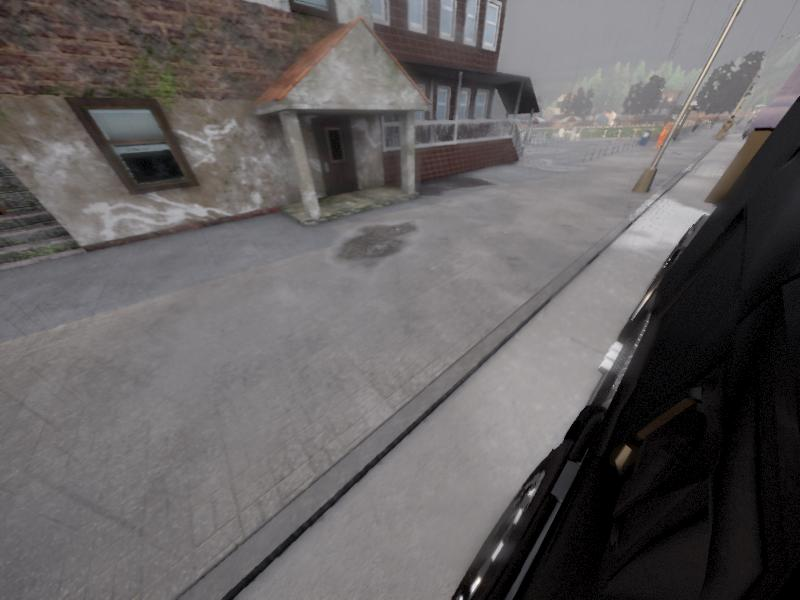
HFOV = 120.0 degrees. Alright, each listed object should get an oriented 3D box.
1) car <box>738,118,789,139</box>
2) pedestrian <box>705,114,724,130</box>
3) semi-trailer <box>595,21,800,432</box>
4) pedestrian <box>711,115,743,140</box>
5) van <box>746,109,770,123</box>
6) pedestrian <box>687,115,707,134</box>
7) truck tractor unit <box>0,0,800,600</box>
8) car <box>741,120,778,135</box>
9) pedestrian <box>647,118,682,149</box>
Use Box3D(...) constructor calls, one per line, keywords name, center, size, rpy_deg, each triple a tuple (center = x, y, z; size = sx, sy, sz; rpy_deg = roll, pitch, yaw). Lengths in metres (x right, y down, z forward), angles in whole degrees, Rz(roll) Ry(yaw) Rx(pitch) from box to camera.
Box3D(name="car", center=(36.339, -17.193, 23.199), size=(4.902, 1.511, 2.128), rpy_deg=(-28, 44, -30))
Box3D(name="pedestrian", center=(48.771, -27.584, 35.839), size=(0.751, 1.860, 0.751), rpy_deg=(-20, 40, -21))
Box3D(name="semi-trailer", center=(8.851, -3.486, 4.086), size=(14.254, 4.402, 2.717), rpy_deg=(-26, 43, -28))
Box3D(name="pedestrian", center=(30.354, -16.019, 21.481), size=(0.751, 1.860, 0.751), rpy_deg=(-16, 39, -17))
Box3D(name="van", center=(88.875, -45.727, 57.431), size=(6.366, 2.431, 2.351), rpy_deg=(-28, 44, -30))
Box3D(name="pedestrian", center=(38.818, -22.921, 30.202), size=(0.751, 1.860, 0.751), rpy_deg=(-28, 44, -30))
Box3D(name="truck tractor unit", center=(2.645, -0.295, 0.351), size=(6.516, 4.208, 3.053), rpy_deg=(-28, 44, -30))
Box3D(name="car", center=(43.116, -20.764, 27.745), size=(4.718, 1.301, 1.895), rpy_deg=(-28, 44, -30))
Box3D(name="pedestrian", center=(20.133, -12.686, 17.637), size=(0.751, 1.860, 0.751), rpy_deg=(-9, 37, -8))
